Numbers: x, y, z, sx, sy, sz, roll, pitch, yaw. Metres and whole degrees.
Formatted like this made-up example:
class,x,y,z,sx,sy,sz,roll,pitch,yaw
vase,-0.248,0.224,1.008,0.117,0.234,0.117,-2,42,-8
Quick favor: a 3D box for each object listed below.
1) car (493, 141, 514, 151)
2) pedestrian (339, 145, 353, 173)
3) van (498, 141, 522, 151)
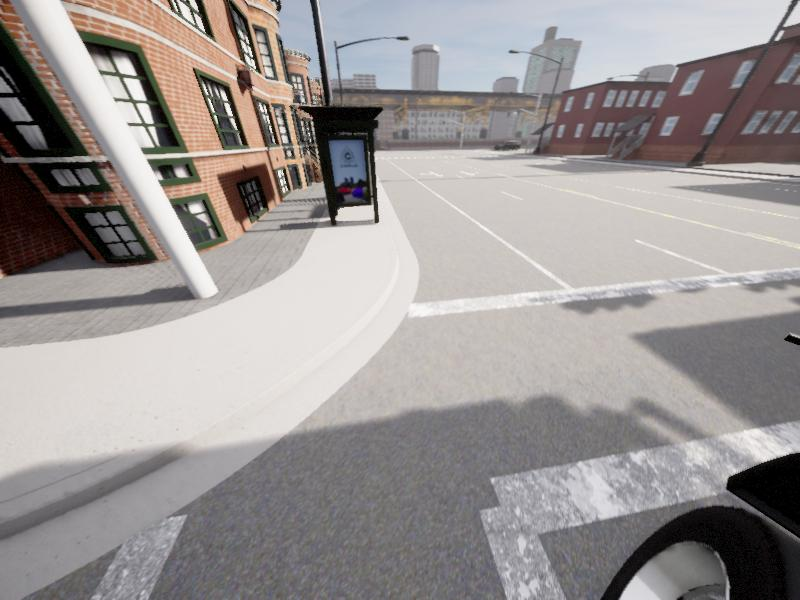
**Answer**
class,x,y,z,sx,sy,sz,roll,pitch,yaw
car,25.415,-37.984,56.891,3.866,1.878,1.905,-5,35,-6
pedestrian,-4.274,-11.290,18.514,0.751,1.860,0.751,-3,35,-3
van,25.722,-36.040,53.986,4.442,1.987,1.775,-5,35,-6
